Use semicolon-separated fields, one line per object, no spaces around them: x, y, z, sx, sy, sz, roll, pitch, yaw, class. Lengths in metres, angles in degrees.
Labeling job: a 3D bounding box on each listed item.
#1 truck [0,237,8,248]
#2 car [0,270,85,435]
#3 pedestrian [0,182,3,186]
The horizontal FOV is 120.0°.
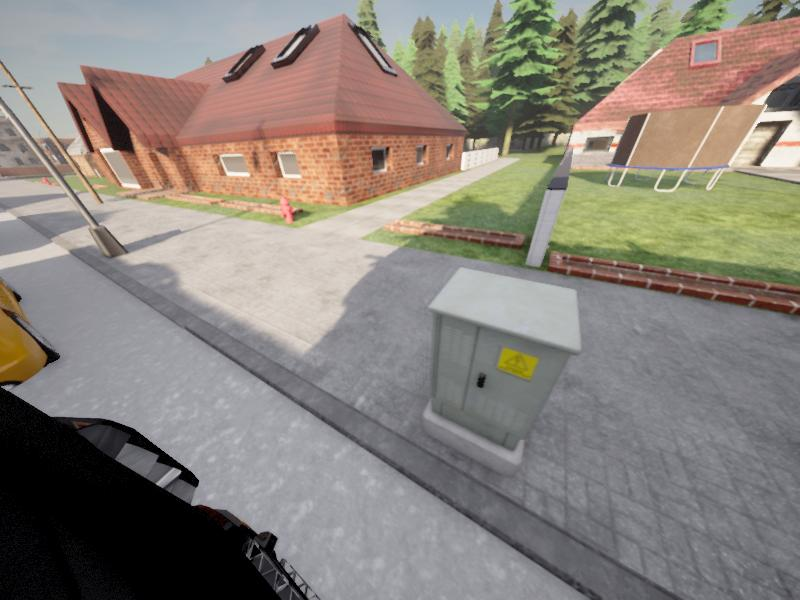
-15.512;-2.734;7.099;6.274;2.098;2.390;16;38;26;truck
-6.203;0.207;2.589;5.008;1.535;1.882;16;38;26;car
-43.021;-12.900;24.103;0.751;1.860;0.751;16;38;26;pedestrian
